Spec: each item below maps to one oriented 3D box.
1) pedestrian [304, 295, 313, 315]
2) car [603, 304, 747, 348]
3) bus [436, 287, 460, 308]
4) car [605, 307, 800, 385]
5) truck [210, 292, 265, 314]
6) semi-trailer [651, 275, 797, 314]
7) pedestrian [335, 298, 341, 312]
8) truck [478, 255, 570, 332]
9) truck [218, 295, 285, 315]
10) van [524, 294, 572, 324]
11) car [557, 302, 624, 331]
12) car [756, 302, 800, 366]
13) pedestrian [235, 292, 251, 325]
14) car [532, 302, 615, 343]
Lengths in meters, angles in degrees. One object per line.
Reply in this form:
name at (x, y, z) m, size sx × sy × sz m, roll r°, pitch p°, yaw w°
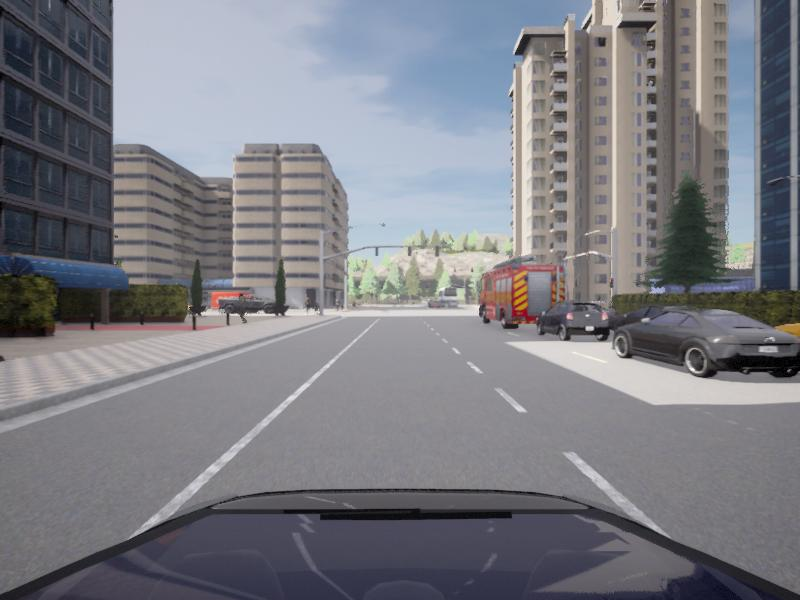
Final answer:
pedestrian at (-8.898, 0.481, 38.927) m, size 0.751 × 1.860 × 0.751 m, roll 0°, pitch 0°, yaw 2°
car at (10.502, 0.893, 15.969) m, size 2.033 × 1.411 × 5.357 m, roll 0°, pitch 0°, yaw 0°
bus at (10.383, -0.544, 88.059) m, size 3.944 × 4.253 × 10.273 m, roll 0°, pitch 0°, yaw 0°
car at (7.007, 0.906, 9.626) m, size 1.994 × 1.385 × 4.181 m, roll 0°, pitch 0°, yaw 0°
truck at (-18.732, 0.352, 46.296) m, size 5.204 × 2.467 × 2.627 m, roll 0°, pitch 0°, yaw 1°
semi-trailer at (36.896, -0.622, 45.881) m, size 14.254 × 4.402 × 2.717 m, roll 0°, pitch 0°, yaw 2°
pedestrian at (-8.247, 0.631, 53.110) m, size 0.751 × 1.860 × 0.751 m, roll 0°, pitch 0°, yaw -1°
truck at (7.007, -0.323, 24.140) m, size 2.891 × 3.827 × 8.468 m, roll 0°, pitch 0°, yaw 0°
truck at (-15.828, 0.538, 42.753) m, size 6.274 × 2.098 × 2.390 m, roll 0°, pitch 0°, yaw 1°
van at (10.500, 0.595, 28.722) m, size 1.775 × 1.987 × 4.442 m, roll 0°, pitch 0°, yaw 0°
car at (10.500, 0.851, 22.425) m, size 1.970 × 1.475 × 3.806 m, roll 0°, pitch 0°, yaw 0°
car at (10.500, 0.822, 8.254) m, size 1.882 × 1.535 × 5.008 m, roll 0°, pitch 0°, yaw 0°
pedestrian at (-9.111, 0.482, 23.241) m, size 0.751 × 1.860 × 0.751 m, roll 0°, pitch 0°, yaw -10°
car at (7.001, 0.825, 16.573) m, size 1.845 × 1.501 × 3.633 m, roll 0°, pitch 0°, yaw 0°
